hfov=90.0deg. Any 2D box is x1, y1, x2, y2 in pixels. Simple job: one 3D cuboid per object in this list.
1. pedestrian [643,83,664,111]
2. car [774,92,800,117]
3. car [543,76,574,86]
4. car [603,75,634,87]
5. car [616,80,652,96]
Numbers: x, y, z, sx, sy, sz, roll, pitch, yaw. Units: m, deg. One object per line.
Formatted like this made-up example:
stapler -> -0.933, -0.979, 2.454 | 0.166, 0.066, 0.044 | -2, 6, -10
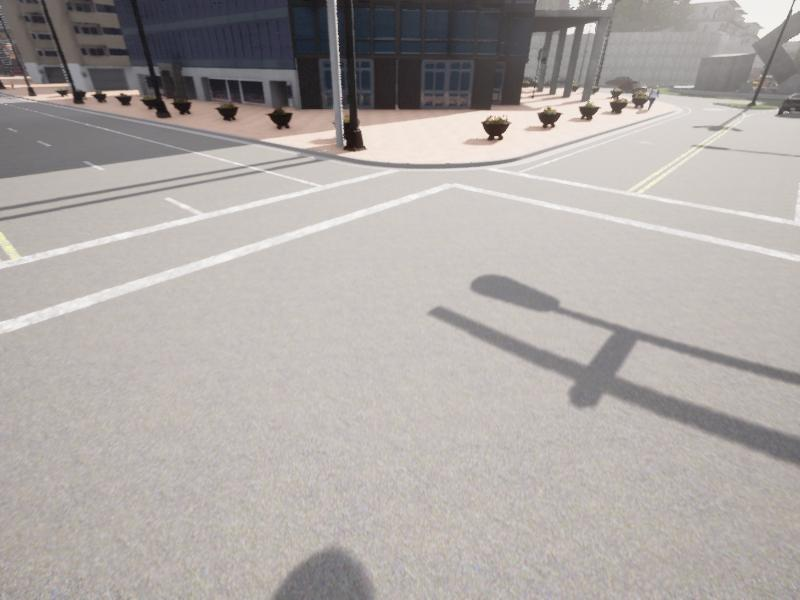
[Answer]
pedestrian -> 19.321, -15.460, 30.515 | 0.751, 1.860, 0.751 | 24, 38, 35
car -> 31.037, -15.081, 30.774 | 4.892, 1.490, 1.837 | -20, 36, -32
car -> 31.147, -43.114, 78.757 | 5.027, 1.651, 2.152 | 20, 36, 30
car -> 40.546, -40.630, 74.236 | 4.553, 1.767, 2.097 | 11, 32, 17
car -> 32.347, -29.459, 55.480 | 2.152, 1.651, 5.027 | 2, 30, 2
